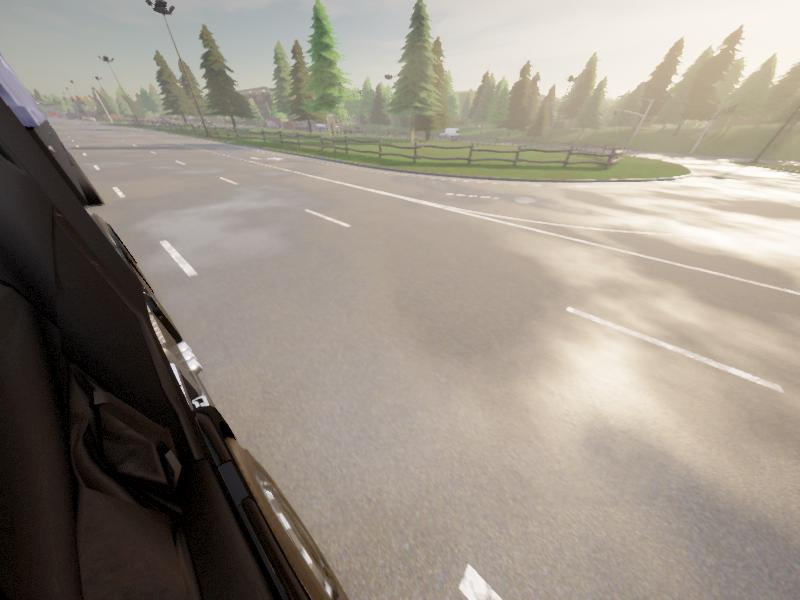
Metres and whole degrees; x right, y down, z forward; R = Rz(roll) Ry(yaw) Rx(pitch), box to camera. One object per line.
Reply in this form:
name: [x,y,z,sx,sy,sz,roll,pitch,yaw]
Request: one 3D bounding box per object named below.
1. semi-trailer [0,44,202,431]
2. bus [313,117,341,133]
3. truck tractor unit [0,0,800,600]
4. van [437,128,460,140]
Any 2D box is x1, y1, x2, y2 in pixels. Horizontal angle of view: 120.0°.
semi-trailer: [-8.700,-3.587,4.248,14.254,4.402,2.717,28,44,30]
bus: [-26.389,-63.360,83.476,10.273,4.253,3.944,28,44,30]
truck tractor unit: [-2.645,-0.295,0.352,6.516,4.208,3.053,28,44,30]
van: [13.576,-46.888,65.119,5.915,2.561,1.988,28,44,30]
